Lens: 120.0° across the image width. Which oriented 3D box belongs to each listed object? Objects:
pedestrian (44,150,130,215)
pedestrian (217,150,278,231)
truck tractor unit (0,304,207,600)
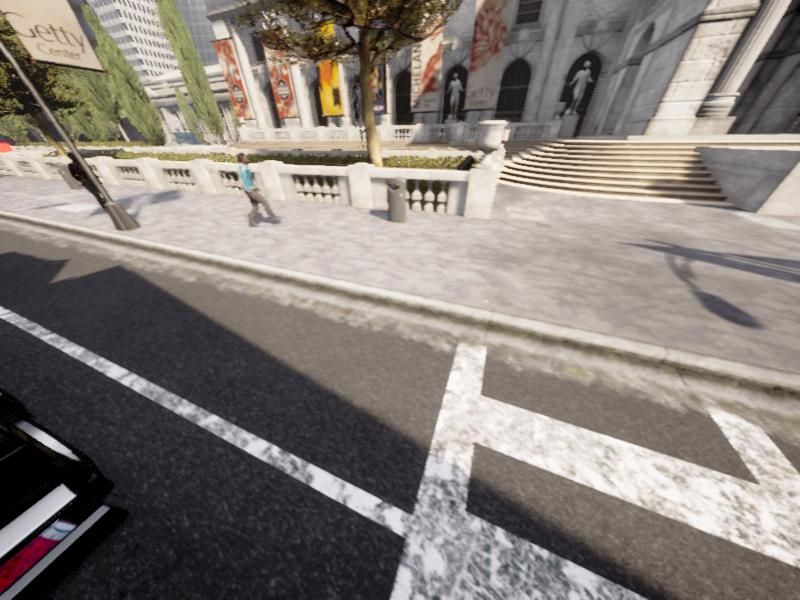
[{"bbox_3d":[-10.484,-3.967,7.827,0.751,1.860,0.751,11,37,16],"label":"pedestrian"},{"bbox_3d":[-4.032,-2.951,6.287,0.751,1.860,0.751,-13,37,-17],"label":"pedestrian"},{"bbox_3d":[-5.234,-0.153,0.582,6.516,4.208,3.053,13,37,18],"label":"truck tractor unit"}]
